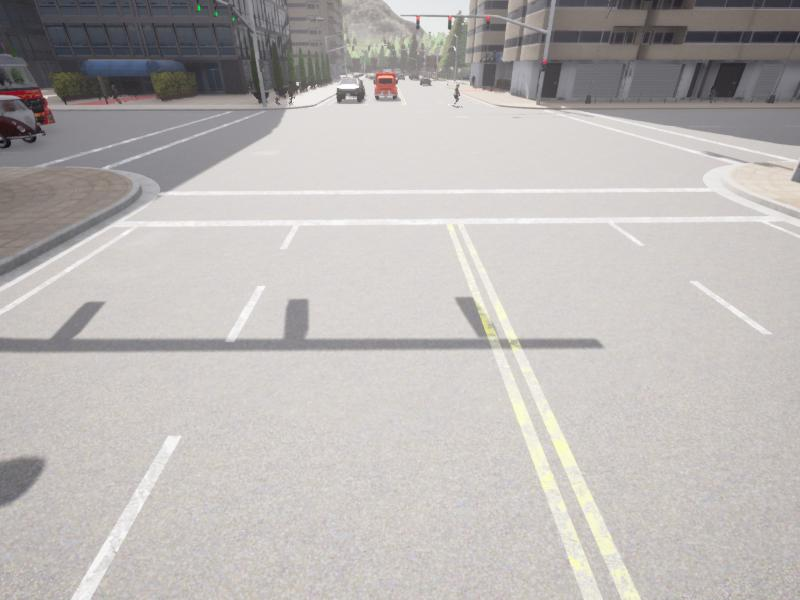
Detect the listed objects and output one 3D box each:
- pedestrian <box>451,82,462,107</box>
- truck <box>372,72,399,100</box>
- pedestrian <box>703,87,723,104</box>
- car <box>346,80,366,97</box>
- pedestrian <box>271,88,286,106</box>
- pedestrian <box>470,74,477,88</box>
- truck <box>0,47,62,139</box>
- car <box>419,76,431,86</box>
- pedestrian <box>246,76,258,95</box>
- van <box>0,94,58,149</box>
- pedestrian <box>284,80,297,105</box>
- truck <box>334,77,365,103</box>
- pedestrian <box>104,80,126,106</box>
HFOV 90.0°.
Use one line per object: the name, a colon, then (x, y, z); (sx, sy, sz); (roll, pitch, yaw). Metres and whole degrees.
pedestrian: (4.803, -17.519, 34.120); (0.751, 1.860, 0.751); (-2, 30, -3)
truck: (-1.523, -22.950, 42.861); (2.627, 2.467, 5.204); (-1, 30, -1)
pedestrian: (27.415, -17.903, 35.037); (0.751, 1.300, 0.751); (-1, 30, -1)
car: (-5.101, -24.990, 47.235); (1.801, 1.575, 5.366); (-1, 30, -1)
pedestrian: (-10.052, -16.770, 33.087); (0.751, 1.300, 0.751); (2, 30, 4)
pedestrian: (11.123, -33.230, 60.720); (0.751, 1.860, 0.751); (1, 30, 1)
truck: (-22.769, -10.174, 19.639); (8.468, 3.827, 2.891); (-1, 30, -2)
car: (4.621, -40.406, 73.767); (1.812, 1.442, 4.674); (-1, 30, -1)
pedestrian: (-16.895, -24.469, 45.685); (0.751, 1.860, 0.751); (5, 31, 8)
van: (-18.069, -7.700, 17.226); (4.442, 1.987, 1.775); (-1, 30, -2)
pedestrian: (-9.340, -17.740, 34.192); (0.751, 1.860, 0.751); (-3, 30, -5)
truck: (-4.963, -21.264, 40.341); (2.390, 2.098, 6.274); (-1, 30, -1)
pedestrian: (-23.838, -17.359, 33.537); (0.751, 1.860, 0.751); (-3, 30, -5)
